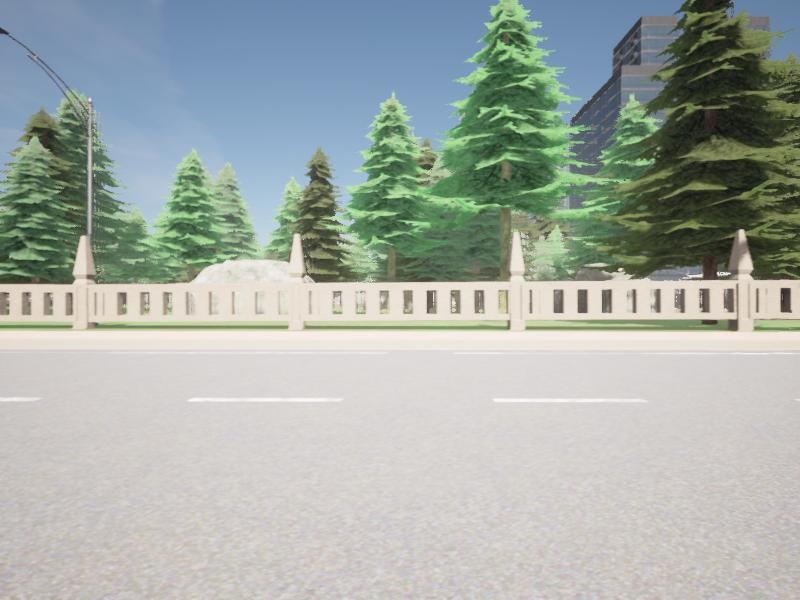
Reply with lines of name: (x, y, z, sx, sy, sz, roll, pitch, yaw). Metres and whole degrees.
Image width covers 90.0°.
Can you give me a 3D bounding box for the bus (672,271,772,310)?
bus: (38.520, -1.083, 48.718, 3.944, 4.253, 10.273, 0, 0, 0)
